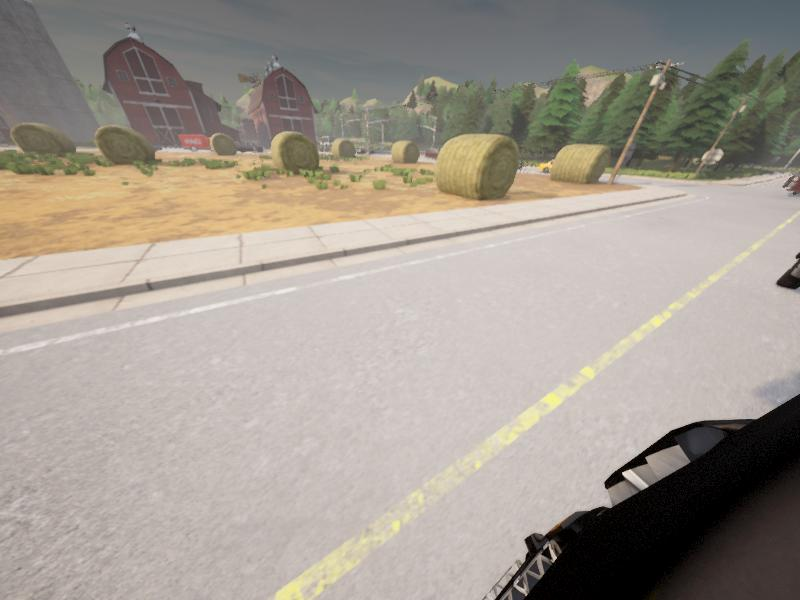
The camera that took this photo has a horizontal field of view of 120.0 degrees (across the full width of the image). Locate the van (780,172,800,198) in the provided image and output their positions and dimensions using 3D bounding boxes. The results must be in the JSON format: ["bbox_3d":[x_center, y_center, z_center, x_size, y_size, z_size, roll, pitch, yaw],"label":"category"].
[{"bbox_3d":[31.498,-8.223,16.333,4.442,1.987,1.775,7,35,7],"label":"van"}]

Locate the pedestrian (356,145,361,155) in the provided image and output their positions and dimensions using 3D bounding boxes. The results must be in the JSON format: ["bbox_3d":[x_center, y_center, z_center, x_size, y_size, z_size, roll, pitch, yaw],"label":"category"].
[{"bbox_3d":[-9.313,-33.603,51.853,0.751,1.860,0.751,-14,37,-23],"label":"pedestrian"}]

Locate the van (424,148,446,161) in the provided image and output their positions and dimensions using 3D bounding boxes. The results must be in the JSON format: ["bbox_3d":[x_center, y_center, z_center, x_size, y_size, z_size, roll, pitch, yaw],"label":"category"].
[{"bbox_3d":[6.945,-29.663,46.939,1.775,1.987,4.442,-18,39,-28],"label":"van"}]

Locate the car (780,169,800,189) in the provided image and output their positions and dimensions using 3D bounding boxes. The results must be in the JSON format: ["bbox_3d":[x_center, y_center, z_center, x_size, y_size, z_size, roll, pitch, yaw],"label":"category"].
[{"bbox_3d":[40.119,-11.976,22.855,3.705,1.549,1.789,-16,38,-26],"label":"car"}]

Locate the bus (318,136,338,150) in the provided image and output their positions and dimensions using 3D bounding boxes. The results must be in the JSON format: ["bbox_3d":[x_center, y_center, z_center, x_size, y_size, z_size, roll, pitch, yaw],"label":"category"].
[{"bbox_3d":[-28.301,-61.990,91.072,3.944,4.253,10.273,-18,39,-28],"label":"bus"}]

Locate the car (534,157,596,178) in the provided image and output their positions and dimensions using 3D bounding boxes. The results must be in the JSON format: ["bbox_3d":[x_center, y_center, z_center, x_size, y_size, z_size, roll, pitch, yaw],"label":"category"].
[{"bbox_3d":[18.762,-15.342,26.613,1.801,1.575,5.366,-18,39,-28],"label":"car"}]

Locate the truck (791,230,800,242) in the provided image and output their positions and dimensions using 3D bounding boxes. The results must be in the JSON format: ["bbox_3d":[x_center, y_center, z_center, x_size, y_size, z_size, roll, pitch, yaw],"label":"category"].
[{"bbox_3d":[15.870,-3.019,7.142,5.204,2.467,2.627,-16,38,-26],"label":"truck"}]

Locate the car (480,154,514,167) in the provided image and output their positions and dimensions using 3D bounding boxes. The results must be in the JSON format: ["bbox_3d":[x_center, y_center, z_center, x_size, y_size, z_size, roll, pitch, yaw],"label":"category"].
[{"bbox_3d":[15.222,-22.075,36.513,2.007,1.525,4.514,-18,39,-28],"label":"car"}]

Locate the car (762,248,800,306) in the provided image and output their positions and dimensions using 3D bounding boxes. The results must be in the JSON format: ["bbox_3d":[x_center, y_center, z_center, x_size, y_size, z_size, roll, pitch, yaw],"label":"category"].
[{"bbox_3d":[9.768,-0.889,4.344,5.027,1.651,2.152,-16,38,-26],"label":"car"}]

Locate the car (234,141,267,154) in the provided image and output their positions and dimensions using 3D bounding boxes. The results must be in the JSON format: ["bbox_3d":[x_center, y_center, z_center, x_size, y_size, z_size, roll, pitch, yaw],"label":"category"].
[{"bbox_3d":[-27.757,-28.355,42.897,4.605,1.855,1.932,-19,39,-29],"label":"car"}]

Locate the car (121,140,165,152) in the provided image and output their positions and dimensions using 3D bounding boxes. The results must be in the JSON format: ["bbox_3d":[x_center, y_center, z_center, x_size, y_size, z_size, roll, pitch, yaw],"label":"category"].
[{"bbox_3d":[-39.883,-23.983,36.037,4.181,1.385,1.994,-19,40,-28],"label":"car"}]

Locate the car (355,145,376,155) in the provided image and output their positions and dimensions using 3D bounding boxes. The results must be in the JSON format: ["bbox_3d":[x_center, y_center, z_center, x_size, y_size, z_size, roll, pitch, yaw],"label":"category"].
[{"bbox_3d":[-8.481,-37.322,57.496,4.605,1.855,1.932,-19,39,-29],"label":"car"}]

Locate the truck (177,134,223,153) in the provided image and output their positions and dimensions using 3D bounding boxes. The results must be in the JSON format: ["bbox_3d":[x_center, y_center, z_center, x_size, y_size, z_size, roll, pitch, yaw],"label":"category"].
[{"bbox_3d":[-33.750,-26.535,39.271,5.204,2.467,2.627,-19,39,-29],"label":"truck"}]

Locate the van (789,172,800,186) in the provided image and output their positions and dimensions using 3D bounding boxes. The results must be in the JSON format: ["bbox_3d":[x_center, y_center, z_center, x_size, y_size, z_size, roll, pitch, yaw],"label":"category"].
[{"bbox_3d":[46.202,-13.935,25.769,4.442,1.987,1.775,-16,38,-26],"label":"van"}]

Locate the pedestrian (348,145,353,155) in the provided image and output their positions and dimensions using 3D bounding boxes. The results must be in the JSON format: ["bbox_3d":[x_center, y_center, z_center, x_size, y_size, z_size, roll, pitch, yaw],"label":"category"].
[{"bbox_3d":[-11.509,-35.241,54.167,0.751,1.860,0.751,-26,43,-36],"label":"pedestrian"}]

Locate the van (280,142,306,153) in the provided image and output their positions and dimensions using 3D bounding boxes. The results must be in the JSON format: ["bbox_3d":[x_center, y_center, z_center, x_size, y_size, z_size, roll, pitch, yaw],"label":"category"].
[{"bbox_3d":[-22.708,-32.479,49.254,4.442,1.987,1.775,-19,40,-28],"label":"van"}]

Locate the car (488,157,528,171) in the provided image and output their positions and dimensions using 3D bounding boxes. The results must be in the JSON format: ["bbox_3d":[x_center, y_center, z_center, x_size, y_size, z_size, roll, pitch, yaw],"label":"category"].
[{"bbox_3d":[14.743,-18.808,31.806,1.895,1.301,4.718,-18,39,-28],"label":"car"}]

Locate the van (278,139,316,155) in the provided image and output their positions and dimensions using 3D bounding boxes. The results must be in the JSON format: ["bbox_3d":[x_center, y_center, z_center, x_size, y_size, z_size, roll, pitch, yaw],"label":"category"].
[{"bbox_3d":[-20.761,-30.983,46.762,6.366,2.431,2.351,-19,39,-28],"label":"van"}]

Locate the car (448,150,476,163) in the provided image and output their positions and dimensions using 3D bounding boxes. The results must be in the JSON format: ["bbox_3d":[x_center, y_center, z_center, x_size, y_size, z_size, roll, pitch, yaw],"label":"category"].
[{"bbox_3d":[11.113,-25.859,41.679,2.097,1.767,4.553,-18,39,-28],"label":"car"}]
